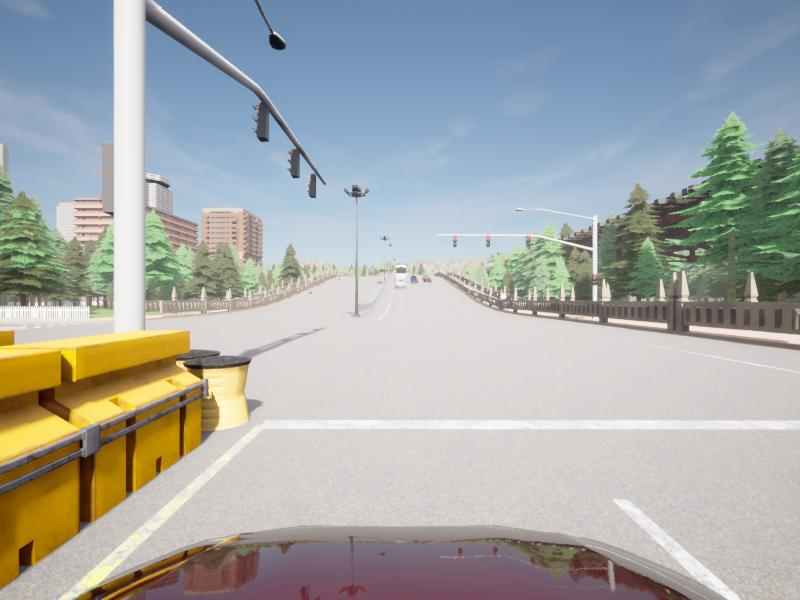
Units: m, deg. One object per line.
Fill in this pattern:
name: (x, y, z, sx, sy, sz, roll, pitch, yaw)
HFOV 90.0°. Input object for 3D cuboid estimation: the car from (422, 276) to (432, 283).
car: (7.321, -5.656, 108.753, 2.163, 1.488, 4.792, 0, 7, 0)

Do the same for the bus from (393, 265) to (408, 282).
bus: (0.225, -7.608, 113.128, 3.944, 4.253, 10.273, 0, 7, 0)

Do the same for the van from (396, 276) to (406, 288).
van: (0.240, -4.285, 94.158, 2.351, 2.431, 6.366, 0, 7, 0)
